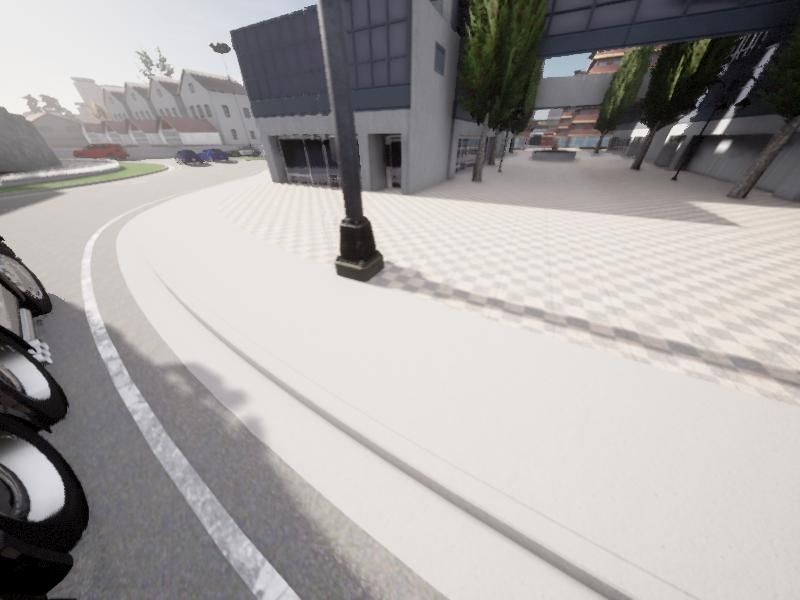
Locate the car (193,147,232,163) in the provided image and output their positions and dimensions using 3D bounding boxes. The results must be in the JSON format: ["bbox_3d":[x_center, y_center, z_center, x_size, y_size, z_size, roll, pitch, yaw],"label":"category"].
[{"bbox_3d":[-24.438,-18.910,30.090,5.008,1.535,1.882,21,40,28],"label":"car"}]

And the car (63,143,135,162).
[{"bbox_3d":[-41.935,-20.744,32.402,5.566,2.045,2.150,-10,36,-14],"label":"car"}]

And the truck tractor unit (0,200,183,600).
[{"bbox_3d":[-4.995,-0.404,0.922,6.516,4.208,3.053,23,41,29],"label":"truck tractor unit"}]

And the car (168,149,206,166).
[{"bbox_3d":[-25.027,-16.789,27.118,4.674,1.442,1.812,24,41,31],"label":"car"}]
